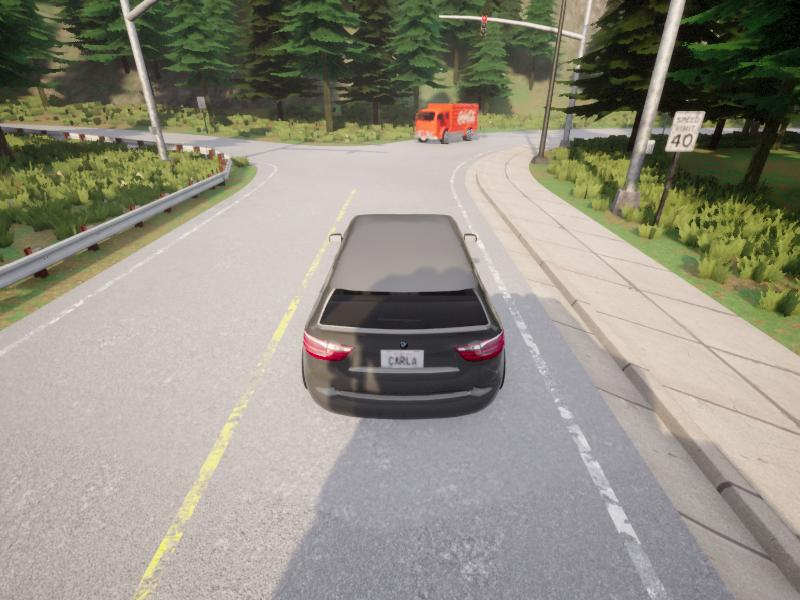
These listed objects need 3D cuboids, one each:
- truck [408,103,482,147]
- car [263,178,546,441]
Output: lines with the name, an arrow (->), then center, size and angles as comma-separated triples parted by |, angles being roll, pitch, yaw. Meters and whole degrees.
truck -> 3.187, -12.346, 27.931 | 2.627, 2.467, 5.204 | 20, 33, 34
car -> 0.042, -0.416, 5.592 | 2.242, 1.667, 4.611 | 0, 27, 0
